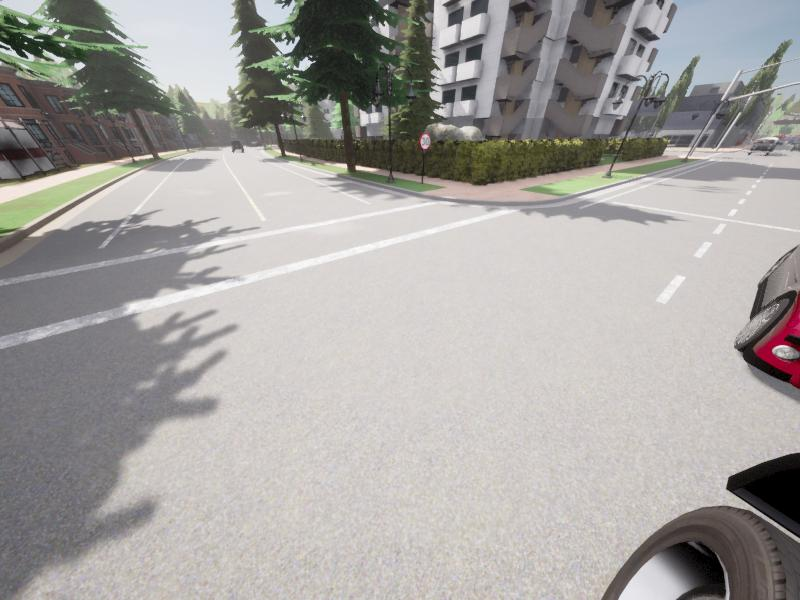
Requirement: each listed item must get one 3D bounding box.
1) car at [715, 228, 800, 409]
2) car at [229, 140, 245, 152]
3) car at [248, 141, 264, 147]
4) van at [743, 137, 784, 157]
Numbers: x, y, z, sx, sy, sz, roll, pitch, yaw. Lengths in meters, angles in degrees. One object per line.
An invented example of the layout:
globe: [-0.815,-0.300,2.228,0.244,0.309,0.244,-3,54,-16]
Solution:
car: [5.839,0.058,2.532,3.806,1.475,1.970,-22,41,-28]
car: [-31.799,-30.115,45.157,1.905,1.878,3.866,-17,38,-22]
car: [-42.669,-46.435,68.810,2.033,1.411,5.357,-4,35,-5]
van: [48.864,-20.590,31.044,4.480,2.038,2.069,-23,41,-28]
